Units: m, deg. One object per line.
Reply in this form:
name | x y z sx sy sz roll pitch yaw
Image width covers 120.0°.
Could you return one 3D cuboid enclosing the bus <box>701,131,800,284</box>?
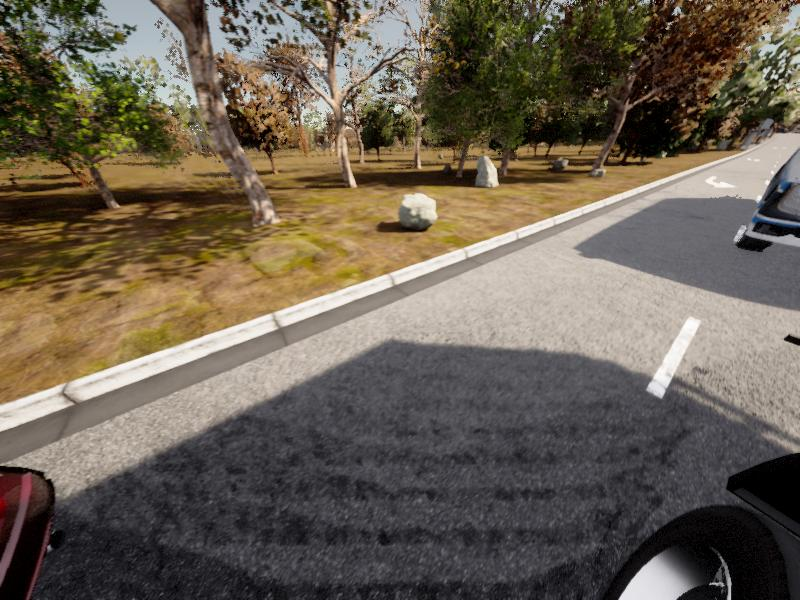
bus | 12.007 -3.505 5.034 10.273 4.253 3.944 -23 41 -28
